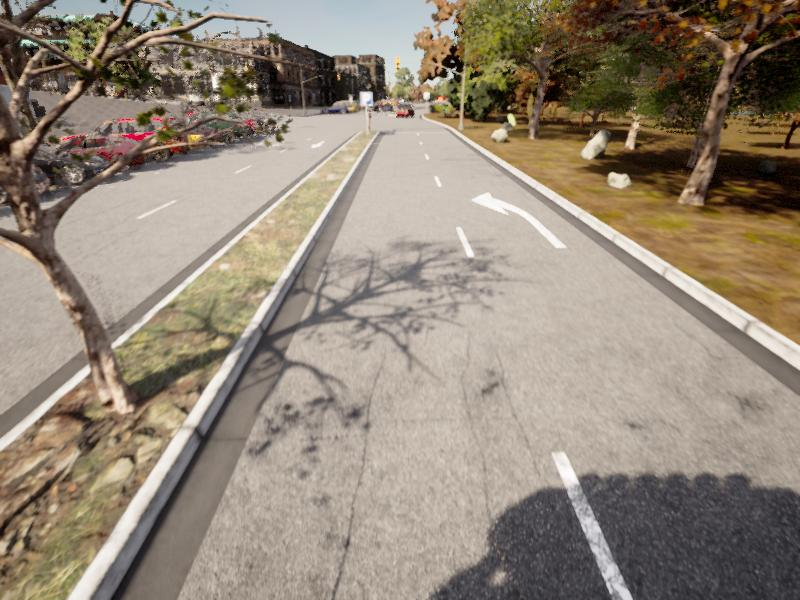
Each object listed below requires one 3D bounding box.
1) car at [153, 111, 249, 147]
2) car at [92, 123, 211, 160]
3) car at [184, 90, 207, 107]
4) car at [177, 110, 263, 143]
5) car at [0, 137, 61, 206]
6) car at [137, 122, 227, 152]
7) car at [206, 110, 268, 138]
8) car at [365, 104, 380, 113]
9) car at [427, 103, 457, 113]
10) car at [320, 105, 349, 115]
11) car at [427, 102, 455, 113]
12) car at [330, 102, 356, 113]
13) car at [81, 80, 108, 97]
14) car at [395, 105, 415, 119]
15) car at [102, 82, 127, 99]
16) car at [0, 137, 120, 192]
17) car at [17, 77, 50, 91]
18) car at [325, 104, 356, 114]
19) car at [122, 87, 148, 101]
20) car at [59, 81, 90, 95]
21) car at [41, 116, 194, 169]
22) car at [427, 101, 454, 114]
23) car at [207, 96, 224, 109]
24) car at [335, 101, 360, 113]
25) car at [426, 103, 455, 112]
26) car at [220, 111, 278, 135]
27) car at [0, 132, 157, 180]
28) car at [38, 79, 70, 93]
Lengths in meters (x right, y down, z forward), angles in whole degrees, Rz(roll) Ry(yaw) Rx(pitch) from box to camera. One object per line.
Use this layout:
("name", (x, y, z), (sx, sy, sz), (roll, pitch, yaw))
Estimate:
("car", (-13.798, -12.126, 28.235), (5.566, 2.045, 2.435), (-10, 29, -17))
("car", (-13.966, -9.158, 22.942), (5.366, 1.575, 1.946), (-10, 29, -17))
("car", (-31.179, -30.792, 61.124), (2.435, 2.045, 5.566), (-4, 26, -20))
("car", (-13.726, -13.501, 30.942), (5.566, 2.045, 2.435), (-10, 28, -17))
("car", (-13.835, -3.854, 12.235), (4.553, 1.767, 2.185), (-10, 28, -17))
("car", (-13.777, -10.510, 25.695), (4.674, 1.452, 2.002), (-10, 29, -17))
("car", (-13.611, -14.853, 33.661), (4.442, 1.987, 1.878), (-10, 28, -17))
("car", (-5.414, -38.031, 79.243), (2.128, 1.511, 4.902), (3, 27, 6))
("car", (8.176, -37.289, 77.615), (5.366, 1.575, 1.946), (-6, 28, -12))
("car", (-11.468, -33.321, 70.025), (4.792, 1.488, 2.163), (-8, 28, -13))
("car", (7.641, -36.039, 74.893), (4.553, 1.767, 2.185), (-6, 28, -12))
("car", (-10.732, -36.165, 75.247), (4.553, 1.767, 2.185), (-7, 27, -12))
("car", (-46.179, -31.995, 60.527), (1.878, 1.987, 4.442), (-3, 26, -20))
("car", (0.825, -27.329, 58.059), (1.851, 1.617, 3.988), (8, 28, 15))
("car", (-43.163, -31.738, 60.627), (1.878, 1.987, 4.442), (-3, 26, -20))
("car", (-13.808, -5.107, 14.974), (4.892, 1.521, 2.231), (-10, 28, -17))
("car", (-55.285, -32.569, 60.428), (2.002, 1.452, 4.674), (-4, 26, -20))
("car", (-10.824, -34.718, 72.672), (5.366, 1.575, 1.946), (-8, 27, -13))
("car", (-40.218, -31.321, 60.908), (2.231, 1.521, 4.892), (-4, 26, -20))
("car", (-49.316, -32.177, 60.776), (1.946, 1.575, 5.366), (-4, 26, -20))
("car", (-13.825, -8.046, 20.198), (5.566, 2.045, 2.435), (-10, 29, -17))
("car", (7.259, -34.778, 72.202), (4.442, 1.987, 1.878), (-6, 28, -13))
("car", (-28.185, -30.264, 61.327), (2.002, 1.452, 4.674), (-4, 26, -20))
("car", (-10.267, -37.637, 77.909), (4.442, 1.987, 1.878), (-7, 27, -12))
("car", (8.157, -38.589, 80.153), (5.366, 1.575, 1.946), (-5, 28, -12))
("car", (-13.637, -16.111, 36.362), (4.553, 1.767, 2.185), (-10, 28, -17))
("car", (-13.824, -6.435, 17.647), (4.792, 1.488, 2.163), (-10, 29, -17))
("car", (-52.269, -32.319, 60.543), (2.002, 1.452, 4.674), (-4, 26, -20))
